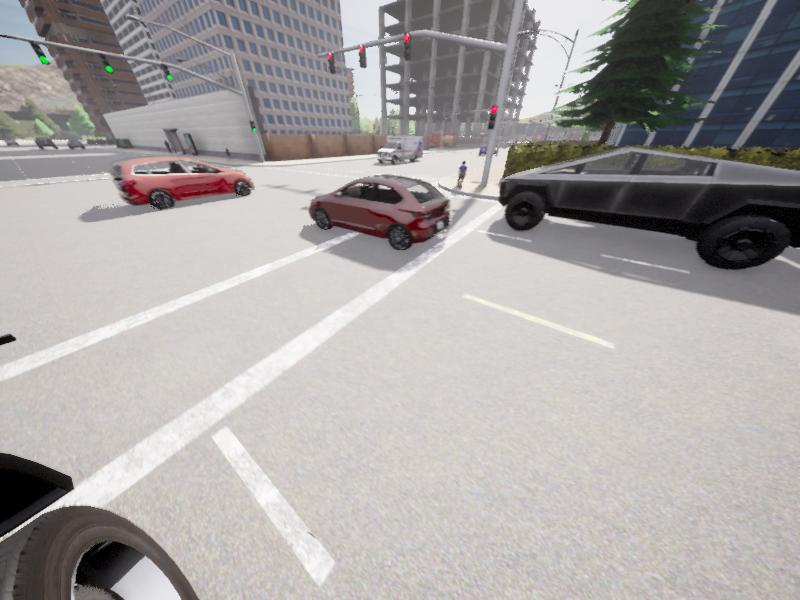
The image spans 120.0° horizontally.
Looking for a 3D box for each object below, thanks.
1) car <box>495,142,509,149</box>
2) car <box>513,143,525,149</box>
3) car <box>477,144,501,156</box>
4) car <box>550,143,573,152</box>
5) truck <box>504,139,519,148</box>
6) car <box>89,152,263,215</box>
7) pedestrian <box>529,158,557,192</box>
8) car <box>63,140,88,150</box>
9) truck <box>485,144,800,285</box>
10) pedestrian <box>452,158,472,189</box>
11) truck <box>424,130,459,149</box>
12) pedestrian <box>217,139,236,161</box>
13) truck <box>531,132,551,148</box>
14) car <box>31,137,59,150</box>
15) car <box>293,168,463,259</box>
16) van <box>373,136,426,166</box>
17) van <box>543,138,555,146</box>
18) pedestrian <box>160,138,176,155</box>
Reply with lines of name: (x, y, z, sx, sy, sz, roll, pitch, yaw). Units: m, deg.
car: (28.069, -42.500, 63.436, 2.033, 1.411, 5.357, 22, 41, 28)
car: (33.226, -43.175, 64.522, 1.895, 1.301, 4.718, 22, 41, 28)
car: (14.324, -24.202, 37.215, 2.007, 1.525, 4.514, 23, 41, 29)
car: (34.715, -32.795, 49.543, 3.633, 1.501, 1.845, 21, 40, 27)
truck: (33.741, -47.446, 69.905, 2.390, 2.098, 6.274, 22, 41, 28)
car: (-8.926, -5.158, 9.796, 2.242, 1.667, 4.611, 22, 40, 28)
pedestrian: (6.808, -5.976, 11.036, 0.751, 1.300, 0.751, 18, 39, 24)
car: (-67.202, -32.176, 47.778, 4.856, 1.649, 2.033, 22, 41, 28)
truck: (5.936, -2.688, 5.968, 6.274, 2.098, 2.390, 22, 41, 28)
pedestrian: (3.079, -6.347, 11.584, 0.751, 1.300, 0.751, 5, 35, 7)
truck: (10.996, -43.075, 62.026, 8.468, 3.827, 2.891, 22, 41, 28)
pedestrian: (-17.750, -15.327, 23.673, 0.751, 1.860, 0.751, 21, 40, 26)
truck: (42.703, -48.470, 69.924, 2.891, 3.827, 8.468, 22, 41, 28)
car: (-72.959, -32.218, 47.452, 5.566, 2.045, 2.150, 22, 41, 28)
car: (-0.707, -2.645, 6.427, 4.193, 1.474, 1.816, 22, 40, 28)
van: (0.125, -16.413, 25.254, 2.351, 2.431, 6.366, 22, 41, 28)
van: (53.500, -56.784, 83.036, 2.351, 2.431, 6.366, 22, 41, 28)
pedestrian: (-31.183, -20.610, 31.091, 0.751, 1.860, 0.751, 25, 42, 30)
